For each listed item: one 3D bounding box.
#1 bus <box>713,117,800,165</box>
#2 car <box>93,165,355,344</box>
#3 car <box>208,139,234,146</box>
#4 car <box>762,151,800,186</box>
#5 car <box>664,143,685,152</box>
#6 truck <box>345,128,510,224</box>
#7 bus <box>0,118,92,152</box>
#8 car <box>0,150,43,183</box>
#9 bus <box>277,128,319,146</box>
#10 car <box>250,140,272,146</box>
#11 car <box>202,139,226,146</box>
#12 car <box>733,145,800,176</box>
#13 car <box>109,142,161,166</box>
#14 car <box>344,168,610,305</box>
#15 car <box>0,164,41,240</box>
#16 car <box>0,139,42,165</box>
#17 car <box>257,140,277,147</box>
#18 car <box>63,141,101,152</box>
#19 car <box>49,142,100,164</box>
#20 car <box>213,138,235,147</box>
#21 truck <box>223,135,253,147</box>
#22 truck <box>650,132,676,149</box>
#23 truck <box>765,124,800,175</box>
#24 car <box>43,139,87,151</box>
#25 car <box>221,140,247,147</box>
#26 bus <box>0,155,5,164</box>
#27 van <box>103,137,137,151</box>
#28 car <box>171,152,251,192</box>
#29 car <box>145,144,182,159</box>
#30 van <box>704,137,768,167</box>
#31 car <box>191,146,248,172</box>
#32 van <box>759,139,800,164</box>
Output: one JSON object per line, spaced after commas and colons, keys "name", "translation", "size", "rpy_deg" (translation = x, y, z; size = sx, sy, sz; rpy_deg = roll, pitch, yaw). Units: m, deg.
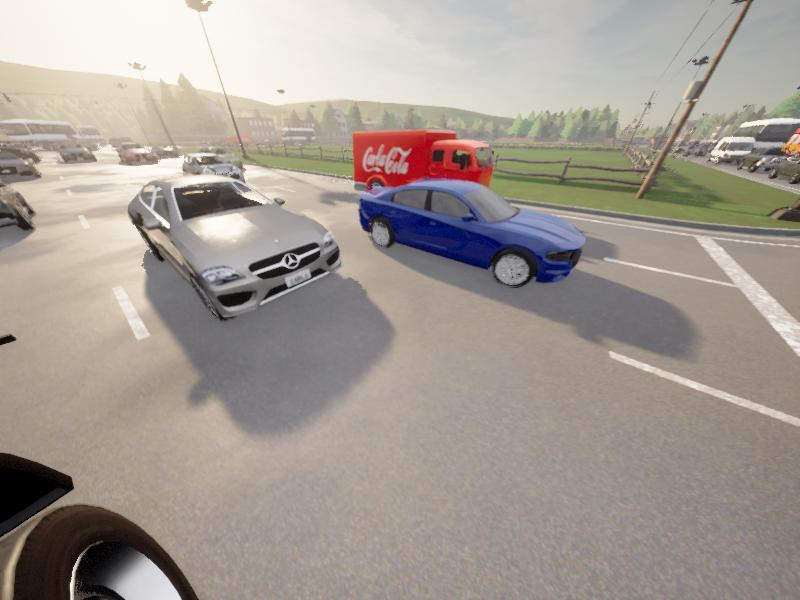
{"name": "bus", "translation": [45.020, -19.794, 28.847], "size": [3.944, 4.253, 10.273], "rpy_deg": [24, 41, 30]}
{"name": "car", "translation": [-3.511, -1.464, 4.550], "size": [5.027, 1.651, 2.152], "rpy_deg": [24, 42, 30]}
{"name": "car", "translation": [-49.336, -43.497, 63.767], "size": [2.152, 1.651, 5.027], "rpy_deg": [24, 42, 30]}
{"name": "car", "translation": [26.416, -8.352, 14.623], "size": [2.242, 1.667, 4.611], "rpy_deg": [24, 41, 30]}
{"name": "car", "translation": [60.891, -33.931, 51.371], "size": [1.930, 1.638, 5.238], "rpy_deg": [24, 42, 30]}
{"name": "truck", "translation": [0.804, -4.959, 8.834], "size": [5.204, 2.467, 2.627], "rpy_deg": [24, 41, 30]}
{"name": "bus", "translation": [-61.986, -28.798, 40.457], "size": [3.944, 4.253, 10.273], "rpy_deg": [-11, 37, -12]}
{"name": "car", "translation": [-24.274, -8.298, 14.251], "size": [4.181, 1.385, 1.994], "rpy_deg": [25, 42, 30]}
{"name": "bus", "translation": [-30.250, -48.629, 68.985], "size": [3.944, 4.253, 10.273], "rpy_deg": [24, 42, 30]}
{"name": "car", "translation": [-39.144, -44.283, 65.280], "size": [1.895, 1.301, 4.718], "rpy_deg": [24, 42, 30]}
{"name": "car", "translation": [-52.382, -44.552, 65.191], "size": [2.242, 1.667, 4.611], "rpy_deg": [24, 42, 30]}
{"name": "car", "translation": [30.942, -11.798, 19.388], "size": [1.932, 1.855, 4.605], "rpy_deg": [24, 42, 30]}
{"name": "car", "translation": [-25.563, -14.143, 22.280], "size": [4.611, 1.667, 2.242], "rpy_deg": [25, 42, 30]}
{"name": "car", "translation": [1.236, -1.857, 5.234], "size": [5.008, 1.535, 1.882], "rpy_deg": [24, 41, 30]}
{"name": "car", "translation": [-12.043, -2.764, 6.362], "size": [3.705, 1.549, 1.789], "rpy_deg": [25, 42, 30]}
{"name": "car", "translation": [-36.124, -13.979, 21.740], "size": [3.866, 1.878, 1.905], "rpy_deg": [25, 42, 31]}
{"name": "car", "translation": [-36.427, -43.026, 63.460], "size": [1.994, 1.385, 4.181], "rpy_deg": [25, 42, 30]}
{"name": "car", "translation": [-52.692, -25.605, 38.432], "size": [2.163, 1.488, 4.792], "rpy_deg": [-19, 40, -25]}
{"name": "car", "translation": [-32.819, -14.916, 23.299], "size": [4.611, 1.667, 2.242], "rpy_deg": [25, 42, 30]}
{"name": "car", "translation": [-46.835, -42.154, 61.653], "size": [1.905, 1.878, 3.866], "rpy_deg": [24, 42, 30]}
{"name": "truck", "translation": [-40.902, -40.189, 58.419], "size": [2.627, 2.467, 5.204], "rpy_deg": [24, 42, 30]}
{"name": "truck", "translation": [76.234, -46.216, 67.088], "size": [2.891, 3.827, 8.468], "rpy_deg": [24, 42, 30]}
{"name": "truck", "translation": [35.042, -12.334, 18.504], "size": [2.891, 3.827, 8.468], "rpy_deg": [24, 42, 30]}
{"name": "car", "translation": [-57.376, -26.663, 39.720], "size": [2.242, 1.667, 4.611], "rpy_deg": [-15, 38, -20]}
{"name": "car", "translation": [-43.527, -41.149, 60.591], "size": [2.128, 1.511, 4.902], "rpy_deg": [24, 42, 30]}
{"name": "bus", "translation": [-39.036, -13.774, 19.366], "size": [10.273, 4.253, 3.944], "rpy_deg": [25, 42, 30]}
{"name": "van", "translation": [-51.408, -28.830, 42.592], "size": [1.775, 1.987, 4.442], "rpy_deg": [-12, 37, -16]}
{"name": "car", "translation": [-10.202, -7.013, 12.487], "size": [3.806, 1.475, 1.970], "rpy_deg": [25, 42, 30]}
{"name": "car", "translation": [-28.829, -18.106, 28.137], "size": [4.181, 1.385, 1.994], "rpy_deg": [25, 42, 31]}
{"name": "van", "translation": [37.199, -16.716, 25.868], "size": [1.988, 2.561, 5.915], "rpy_deg": [24, 42, 30]}
{"name": "car", "translation": [-15.052, -11.826, 19.229], "size": [4.514, 1.525, 2.007], "rpy_deg": [25, 42, 30]}
{"name": "van", "translation": [48.315, -18.315, 28.361], "size": [2.351, 2.431, 6.366], "rpy_deg": [24, 42, 30]}
